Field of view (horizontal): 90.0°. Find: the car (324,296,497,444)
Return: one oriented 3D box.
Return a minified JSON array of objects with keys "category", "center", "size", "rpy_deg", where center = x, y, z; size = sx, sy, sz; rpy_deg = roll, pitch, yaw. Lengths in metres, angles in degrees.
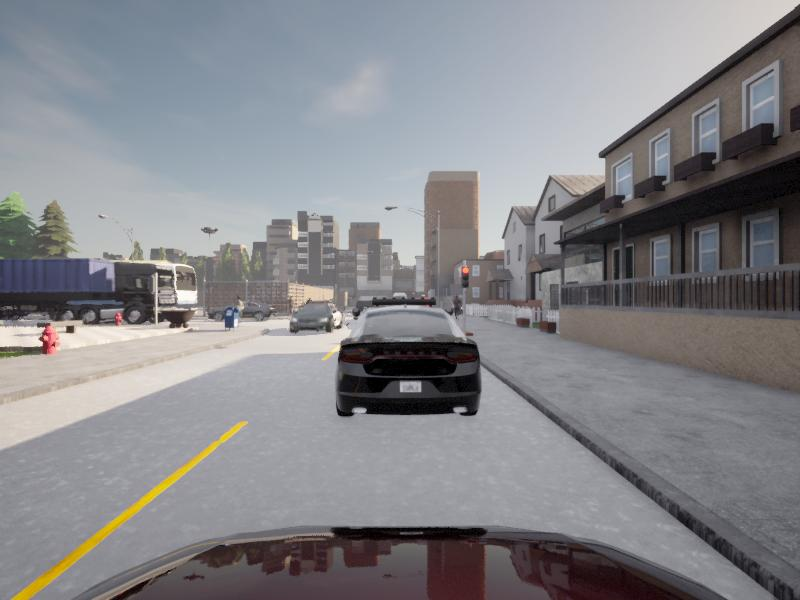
[{"category":"car","center":[0.062,0.771,7.066],"size":[1.930,1.638,5.238],"rpy_deg":[0,0,-1]}]

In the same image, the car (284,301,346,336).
[{"category":"car","center":[-4.064,0.829,19.950],"size":[2.038,1.542,4.974],"rpy_deg":[0,0,0]}]

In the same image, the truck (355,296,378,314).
[{"category":"truck","center":[-4.111,0.540,49.926],"size":[2.390,2.098,6.274],"rpy_deg":[0,0,0]}]

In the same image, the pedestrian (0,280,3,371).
[{"category":"pedestrian","center":[-8.506,0.525,7.826],"size":[0.751,1.860,0.751],"rpy_deg":[0,0,-2]}]

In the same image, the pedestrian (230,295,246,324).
[{"category":"pedestrian","center":[-10.650,0.637,26.307],"size":[0.751,1.860,0.751],"rpy_deg":[0,0,37]}]

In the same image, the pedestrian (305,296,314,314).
[{"category":"pedestrian","center":[-9.369,0.534,41.574],"size":[0.751,1.860,0.751],"rpy_deg":[0,0,0]}]

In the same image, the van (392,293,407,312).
[{"category":"van","center":[-0.076,0.322,57.479],"size":[1.988,2.561,5.915],"rpy_deg":[0,0,-1]}]

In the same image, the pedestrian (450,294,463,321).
[{"category":"pedestrian","center":[3.945,0.533,27.844],"size":[0.751,1.860,0.751],"rpy_deg":[0,0,17]}]

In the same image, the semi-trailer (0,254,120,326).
[{"category":"semi-trailer","center":[-26.233,-0.618,25.916],"size":[14.254,4.402,2.717],"rpy_deg":[0,0,-1]}]

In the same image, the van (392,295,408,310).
[{"category":"van","center":[-0.048,0.378,65.604],"size":[2.351,2.431,6.366],"rpy_deg":[0,0,-1]}]

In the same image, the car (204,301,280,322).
[{"category":"car","center":[-11.787,0.836,30.087],"size":[4.902,1.511,2.128],"rpy_deg":[0,0,-4]}]

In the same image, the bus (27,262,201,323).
[{"category":"bus","center":[-20.892,-0.534,29.798],"size":[10.273,4.253,3.944],"rpy_deg":[0,0,1]}]

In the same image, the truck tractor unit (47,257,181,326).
[{"category":"truck tractor unit","center":[-18.322,-0.517,26.008],"size":[6.516,4.208,3.053],"rpy_deg":[0,0,0]}]

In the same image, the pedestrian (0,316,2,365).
[{"category":"pedestrian","center":[-9.200,0.905,8.746],"size":[0.500,1.100,0.500],"rpy_deg":[0,0,-2]}]
